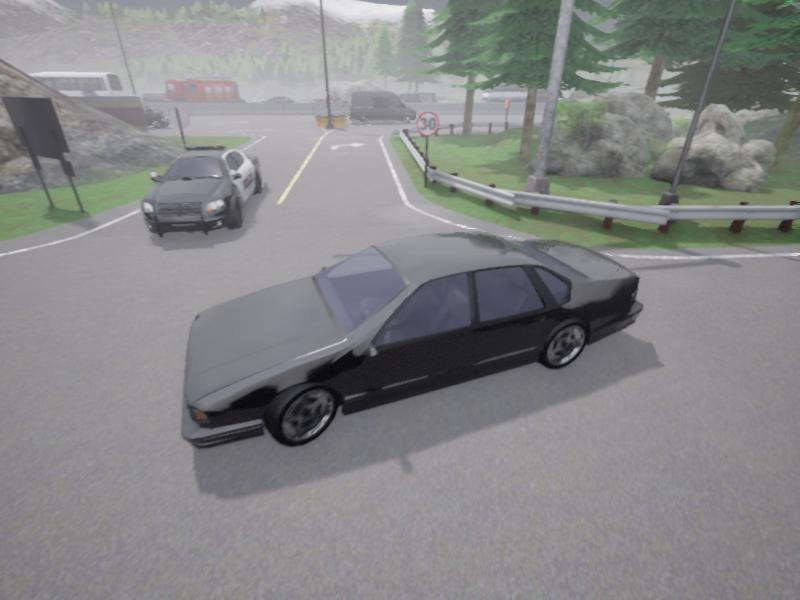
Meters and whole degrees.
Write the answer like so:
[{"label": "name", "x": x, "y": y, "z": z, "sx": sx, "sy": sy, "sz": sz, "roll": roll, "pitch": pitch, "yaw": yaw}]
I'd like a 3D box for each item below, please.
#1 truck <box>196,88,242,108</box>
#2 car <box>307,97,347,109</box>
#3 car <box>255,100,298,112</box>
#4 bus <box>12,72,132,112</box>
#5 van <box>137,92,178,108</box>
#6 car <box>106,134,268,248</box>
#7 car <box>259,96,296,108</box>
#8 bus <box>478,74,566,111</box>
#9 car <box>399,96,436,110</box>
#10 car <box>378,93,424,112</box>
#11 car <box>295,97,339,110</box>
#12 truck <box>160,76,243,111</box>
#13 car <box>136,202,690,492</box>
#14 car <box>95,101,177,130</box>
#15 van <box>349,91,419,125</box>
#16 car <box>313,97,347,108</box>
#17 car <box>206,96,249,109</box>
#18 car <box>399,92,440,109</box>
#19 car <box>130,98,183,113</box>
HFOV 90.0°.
[{"label": "truck", "x": -26.090, "y": -29.255, "z": 57.942, "sx": 5.204, "sy": 2.467, "sz": 2.627, "roll": -2, "pitch": 28, "yaw": -5}, {"label": "car", "x": -10.226, "y": -27.744, "z": 56.373, "sx": 5.357, "sy": 1.411, "sz": 2.033, "roll": -2, "pitch": 28, "yaw": -5}, {"label": "car", "x": -15.263, "y": -24.159, "z": 49.811, "sx": 4.718, "sy": 1.301, "sz": 1.895, "roll": -2, "pitch": 28, "yaw": -5}, {"label": "bus", "x": -40.620, "y": -26.063, "z": 50.068, "sx": 10.273, "sy": 4.253, "sz": 3.944, "roll": -2, "pitch": 28, "yaw": -5}, {"label": "van", "x": -34.713, "y": -28.697, "z": 57.369, "sx": 4.442, "sy": 1.987, "sz": 1.775, "roll": -2, "pitch": 28, "yaw": -5}, {"label": "car", "x": -4.902, "y": -3.048, "z": 10.212, "sx": 2.038, "sy": 1.542, "sz": 4.974, "roll": -4, "pitch": 30, "yaw": -7}, {"label": "car", "x": -17.956, "y": -29.154, "z": 58.822, "sx": 4.892, "sy": 1.490, "sz": 1.837, "roll": -2, "pitch": 28, "yaw": -5}, {"label": "bus", "x": 16.407, "y": -28.336, "z": 54.618, "sx": 10.273, "sy": 4.253, "sz": 3.944, "roll": -2, "pitch": 28, "yaw": -5}, {"label": "car", "x": 2.321, "y": -26.679, "z": 54.227, "sx": 4.856, "sy": 1.649, "sz": 2.033, "roll": -2, "pitch": 28, "yaw": -5}, {"label": "car", "x": 0.092, "y": -25.104, "z": 50.849, "sx": 5.566, "sy": 2.045, "sz": 2.150, "roll": -2, "pitch": 29, "yaw": -4}, {"label": "car", "x": -10.956, "y": -26.127, "z": 53.178, "sx": 5.366, "sy": 1.575, "sz": 1.801, "roll": -2, "pitch": 28, "yaw": -5}, {"label": "truck", "x": -25.344, "y": -26.542, "z": 51.501, "sx": 8.468, "sy": 3.827, "sz": 2.891, "roll": -2, "pitch": 28, "yaw": -5}, {"label": "car", "x": 0.346, "y": 0.059, "z": 4.716, "sx": 5.357, "sy": 1.411, "sz": 2.033, "roll": -11, "pitch": 30, "yaw": -19}, {"label": "car", "x": -20.102, "y": -14.193, "z": 30.712, "sx": 4.605, "sy": 1.855, "sz": 1.932, "roll": -3, "pitch": 29, "yaw": -9}, {"label": "van", "x": -1.415, "y": -16.906, "z": 35.158, "sx": 5.915, "sy": 2.561, "sz": 1.988, "roll": -2, "pitch": 28, "yaw": -5}, {"label": "car", "x": -10.352, "y": -29.371, "z": 59.475, "sx": 4.718, "sy": 1.301, "sz": 1.895, "roll": -2, "pitch": 28, "yaw": -5}, {"label": "car", "x": -23.789, "y": -27.254, "z": 55.262, "sx": 4.902, "sy": 1.511, "sz": 2.128, "roll": -2, "pitch": 28, "yaw": -5}, {"label": "car", "x": 2.703, "y": -28.550, "z": 57.247, "sx": 5.566, "sy": 2.045, "sz": 2.150, "roll": -3, "pitch": 29, "yaw": -4}, {"label": "car", "x": -29.511, "y": -23.678, "z": 48.626, "sx": 4.892, "sy": 1.490, "sz": 1.837, "roll": -3, "pitch": 28, "yaw": -4}]
